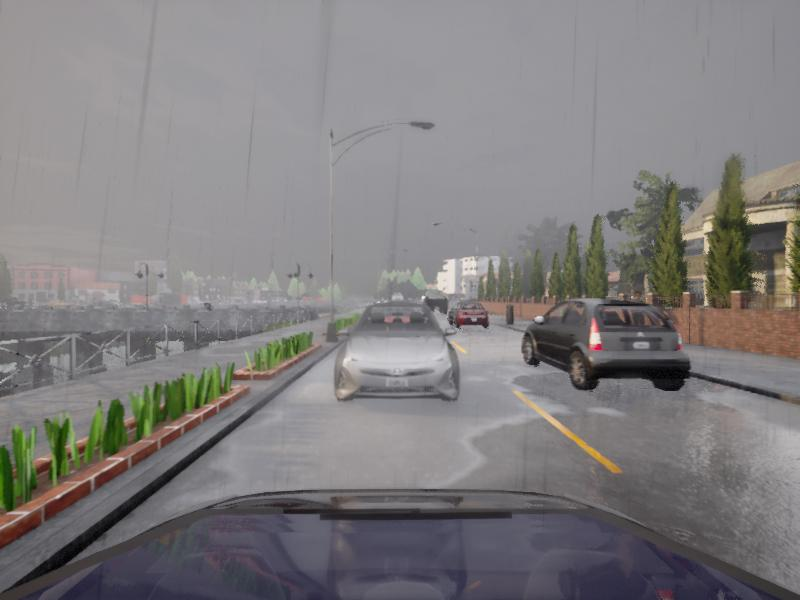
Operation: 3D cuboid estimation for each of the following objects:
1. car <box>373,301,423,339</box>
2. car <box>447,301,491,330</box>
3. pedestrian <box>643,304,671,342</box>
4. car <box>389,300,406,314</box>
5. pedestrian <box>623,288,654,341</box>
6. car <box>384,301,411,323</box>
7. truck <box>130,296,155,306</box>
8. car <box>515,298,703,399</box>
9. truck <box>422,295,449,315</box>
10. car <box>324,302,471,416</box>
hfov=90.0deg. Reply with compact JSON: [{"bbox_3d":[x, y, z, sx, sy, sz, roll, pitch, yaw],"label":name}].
[{"bbox_3d":[-0.105,0.811,18.303,2.007,1.525,4.514,0,0,0],"label":"car"},{"bbox_3d":[3.859,0.832,23.009,1.816,1.474,4.193,0,0,0],"label":"car"},{"bbox_3d":[9.210,0.799,14.364,0.751,1.300,0.751,0,0,24],"label":"pedestrian"},{"bbox_3d":[-0.275,0.778,47.905,1.882,1.535,5.008,0,0,0],"label":"car"},{"bbox_3d":[8.706,0.519,14.629,0.751,1.860,0.751,0,0,8],"label":"pedestrian"},{"bbox_3d":[-0.178,0.827,28.855,1.816,1.474,4.193,0,0,0],"label":"car"},{"bbox_3d":[-62.246,0.265,96.813,2.627,2.467,5.204,0,0,0],"label":"truck"},{"bbox_3d":[3.942,0.780,8.431,1.851,1.617,3.988,0,0,0],"label":"car"},{"bbox_3d":[3.750,0.501,43.467,2.390,2.098,6.274,0,0,0],"label":"truck"},{"bbox_3d":[-0.049,0.820,7.717,2.007,1.525,4.514,0,0,0],"label":"car"}]
